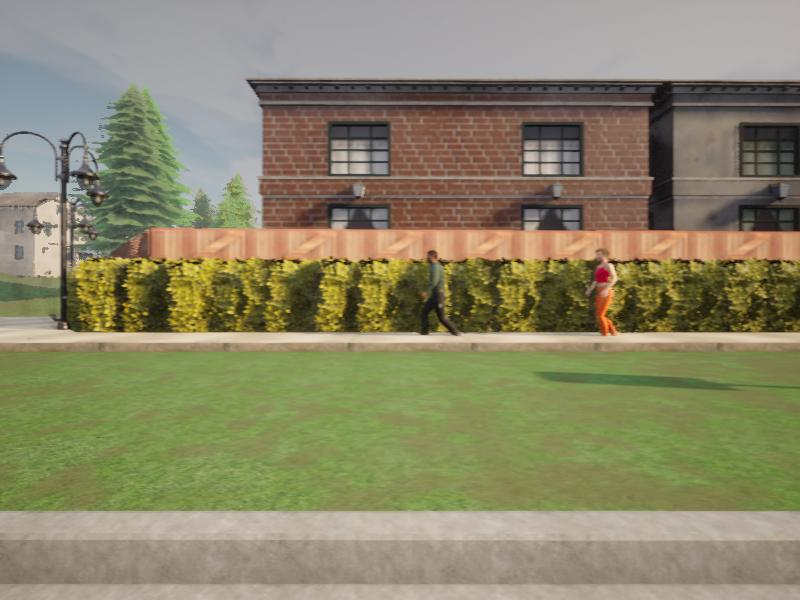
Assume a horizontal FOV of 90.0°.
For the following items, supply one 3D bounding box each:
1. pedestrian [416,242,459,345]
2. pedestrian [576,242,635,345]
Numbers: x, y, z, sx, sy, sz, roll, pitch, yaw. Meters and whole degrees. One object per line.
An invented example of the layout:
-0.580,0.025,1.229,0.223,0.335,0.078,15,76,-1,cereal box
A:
0.695,-0.115,7.639,0.751,1.860,0.751,0,0,0,pedestrian
3.881,-0.114,7.625,0.751,1.860,0.751,0,0,2,pedestrian
